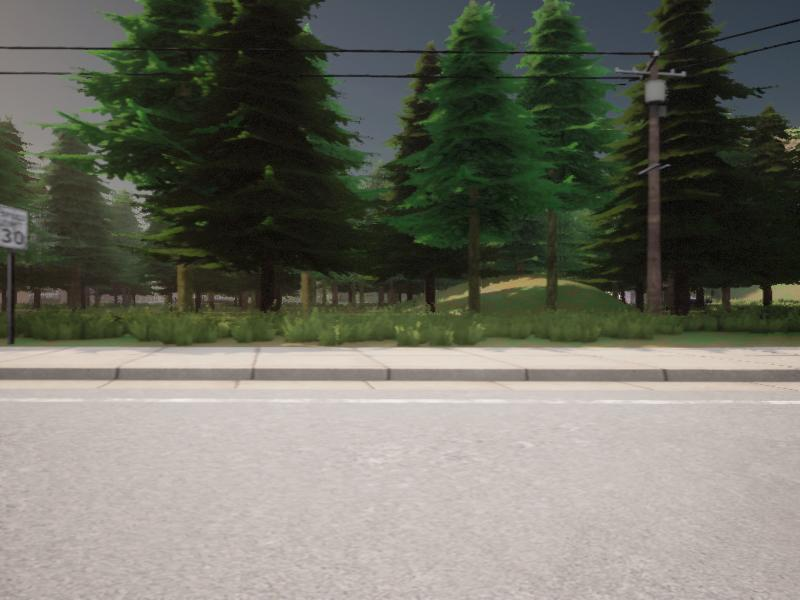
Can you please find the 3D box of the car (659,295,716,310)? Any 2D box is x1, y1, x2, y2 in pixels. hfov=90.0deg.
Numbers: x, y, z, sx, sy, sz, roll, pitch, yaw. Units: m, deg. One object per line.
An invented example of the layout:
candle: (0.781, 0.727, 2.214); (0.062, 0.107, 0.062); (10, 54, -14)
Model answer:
car: (31.296, 0.226, 43.757); (1.882, 1.535, 5.008); (1, 0, -15)
